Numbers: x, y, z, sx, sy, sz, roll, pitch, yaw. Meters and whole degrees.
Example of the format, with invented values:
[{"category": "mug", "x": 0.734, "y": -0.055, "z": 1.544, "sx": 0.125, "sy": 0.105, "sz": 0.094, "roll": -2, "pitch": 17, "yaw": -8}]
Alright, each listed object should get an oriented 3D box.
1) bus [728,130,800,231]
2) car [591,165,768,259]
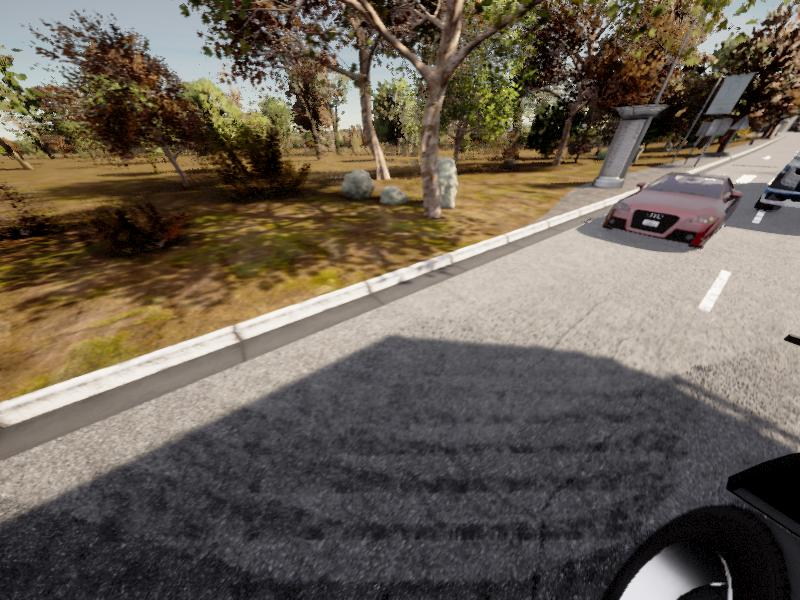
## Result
[{"category": "bus", "x": 16.325, "y": -5.299, "z": 7.323, "sx": 10.273, "sy": 4.253, "sz": 3.944, "roll": -23, "pitch": 41, "yaw": -25}, {"category": "car", "x": 7.587, "y": -2.648, "z": 6.304, "sx": 4.181, "sy": 1.385, "sz": 1.994, "roll": -23, "pitch": 41, "yaw": -27}]
